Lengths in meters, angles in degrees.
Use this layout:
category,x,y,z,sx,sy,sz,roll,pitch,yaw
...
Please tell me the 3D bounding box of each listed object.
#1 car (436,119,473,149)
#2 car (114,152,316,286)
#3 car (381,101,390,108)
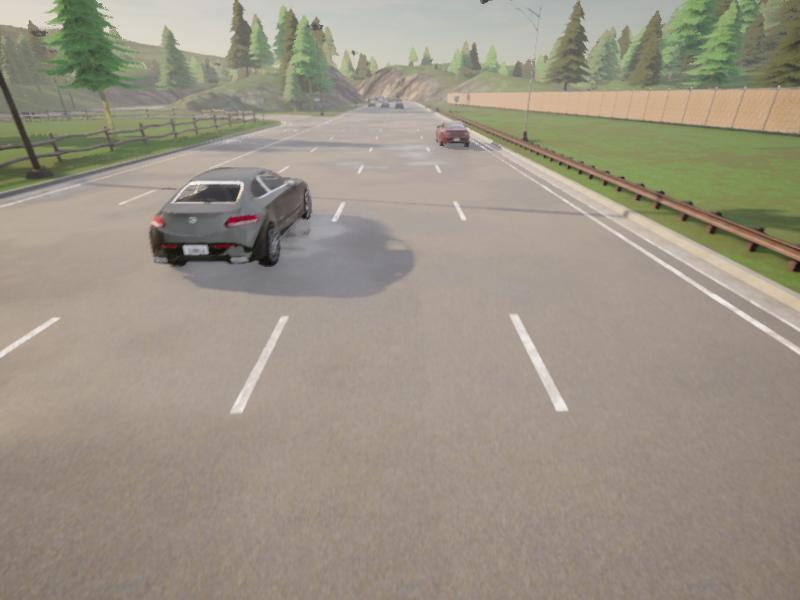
category,x,y,z,sx,sy,sz,roll,pitch,yaw
car,3.457,-10.993,26.331,1.812,1.442,4.674,0,27,0
car,-3.519,-2.143,9.034,2.152,1.651,5.027,0,27,0
car,-3.653,-49.445,101.090,1.994,1.385,4.181,0,27,0
